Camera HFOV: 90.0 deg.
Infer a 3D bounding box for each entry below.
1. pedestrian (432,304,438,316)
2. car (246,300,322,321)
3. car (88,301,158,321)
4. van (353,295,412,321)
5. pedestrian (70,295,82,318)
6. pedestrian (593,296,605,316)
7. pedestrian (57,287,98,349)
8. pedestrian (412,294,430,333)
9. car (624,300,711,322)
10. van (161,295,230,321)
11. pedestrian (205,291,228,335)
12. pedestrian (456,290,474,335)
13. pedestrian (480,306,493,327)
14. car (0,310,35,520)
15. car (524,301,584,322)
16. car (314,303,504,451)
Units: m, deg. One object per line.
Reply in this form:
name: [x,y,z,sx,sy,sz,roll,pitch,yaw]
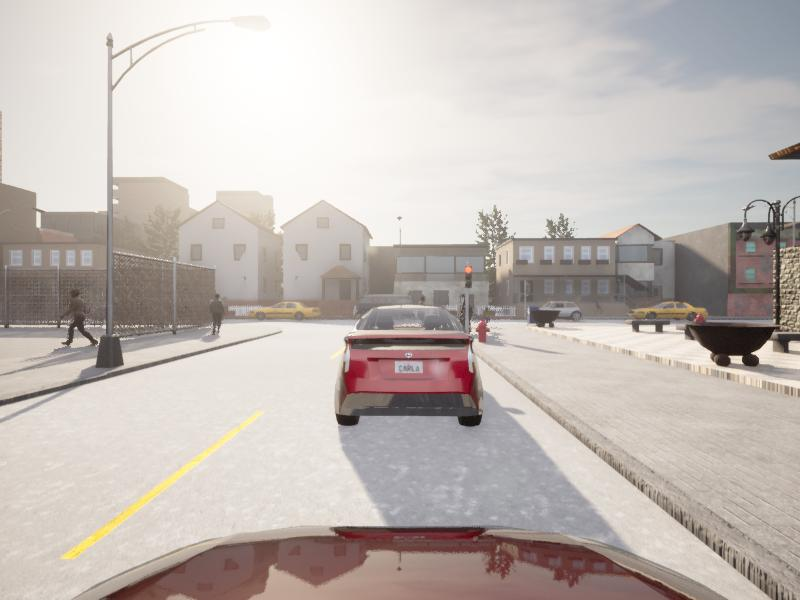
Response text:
pedestrian: [3.166,0.912,35.920,0.500,1.100,0.500,0,0,-1]
car: [-8.855,0.801,30.810,5.366,1.575,1.801,0,0,1]
car: [-21.462,0.854,31.059,4.193,1.474,1.816,0,0,1]
van: [-1.277,0.599,30.642,4.442,1.987,1.775,0,0,1]
pedestrian: [-26.901,0.533,33.224,0.751,1.860,0.751,0,0,-42]
pedestrian: [17.902,0.533,35.968,0.751,1.860,0.751,0,0,-2]
pedestrian: [-10.051,0.536,12.482,0.751,1.860,0.751,0,0,-14]
pedestrian: [1.019,0.637,19.424,0.751,1.860,0.751,0,0,11]
car: [20.072,0.801,30.172,5.366,1.575,1.801,0,0,1]
van: [-15.702,0.598,30.885,4.442,1.987,1.775,0,0,2]
pedestrian: [-7.847,0.534,17.152,0.751,1.860,0.751,0,0,-13]
pedestrian: [2.763,0.525,16.968,0.751,1.860,0.751,0,0,12]
pedestrian: [4.701,0.905,21.770,0.500,1.100,0.500,0,0,-43]
car: [-4.006,0.836,0.742,2.128,1.511,4.902,0,0,1]
car: [11.638,0.853,30.357,3.806,1.475,1.970,0,0,1]
car: [0.137,0.828,6.489,2.007,1.525,4.514,0,0,1]
